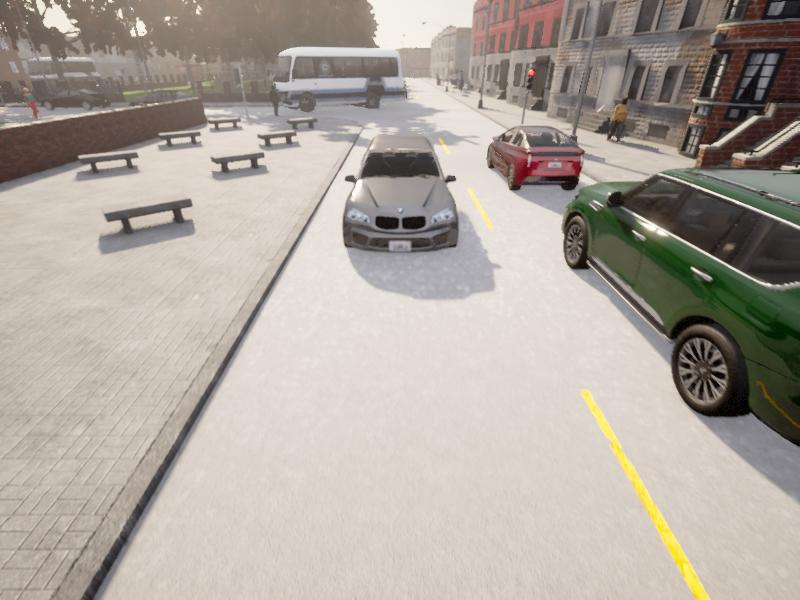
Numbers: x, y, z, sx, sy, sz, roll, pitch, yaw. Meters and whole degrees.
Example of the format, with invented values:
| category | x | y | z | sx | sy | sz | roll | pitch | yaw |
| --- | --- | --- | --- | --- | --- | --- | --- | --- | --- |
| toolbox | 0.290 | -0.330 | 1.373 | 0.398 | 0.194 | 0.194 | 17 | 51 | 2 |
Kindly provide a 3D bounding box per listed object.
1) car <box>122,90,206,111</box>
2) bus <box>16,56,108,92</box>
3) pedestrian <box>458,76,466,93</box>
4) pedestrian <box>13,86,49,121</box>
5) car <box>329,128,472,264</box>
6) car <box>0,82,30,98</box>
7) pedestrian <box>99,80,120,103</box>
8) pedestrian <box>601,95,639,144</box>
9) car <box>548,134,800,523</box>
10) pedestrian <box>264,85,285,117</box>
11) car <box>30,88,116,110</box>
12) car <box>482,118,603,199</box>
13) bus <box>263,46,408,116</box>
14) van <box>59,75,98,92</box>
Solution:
| category | x | y | z | sx | sy | sz | roll | pitch | yaw |
| --- | --- | --- | --- | --- | --- | --- | --- | --- | --- |
| car | -19.008 | -16.240 | 32.474 | 5.357 | 1.411 | 2.033 | 0 | 30 | 1 |
| bus | -49.195 | -33.347 | 58.940 | 3.944 | 4.253 | 10.273 | 1 | 31 | 2 |
| pedestrian | 7.907 | -27.524 | 51.103 | 0.751 | 1.860 | 0.751 | 3 | 30 | 5 |
| pedestrian | -22.900 | -12.222 | 24.868 | 0.751 | 1.860 | 0.751 | 7 | 31 | 12 |
| car | 0.010 | -2.527 | 8.704 | 2.242 | 1.667 | 4.611 | 0 | 30 | 0 |
| car | -45.537 | -23.831 | 45.472 | 2.033 | 1.411 | 5.357 | 1 | 30 | 1 |
| pedestrian | -26.787 | -19.237 | 36.891 | 0.751 | 1.860 | 0.751 | 0 | 30 | 0 |
| pedestrian | 9.485 | -7.801 | 17.303 | 0.751 | 1.860 | 0.751 | -4 | 31 | -7 |
| car | 4.010 | -0.570 | 4.979 | 2.150 | 2.045 | 5.566 | 0 | 30 | 0 |
| pedestrian | -8.332 | -13.272 | 26.655 | 0.751 | 1.860 | 0.751 | 11 | 32 | 18 |
| car | -26.434 | -16.330 | 32.483 | 5.008 | 1.535 | 1.882 | 0 | 30 | 0 |
| car | 3.986 | -4.477 | 12.191 | 2.007 | 1.525 | 4.514 | 0 | 30 | 0 |
| bus | -4.709 | -17.304 | 31.464 | 10.273 | 4.253 | 3.944 | -19 | 35 | -28 |
| van | -45.237 | -30.588 | 56.465 | 1.775 | 1.987 | 4.442 | -1 | 30 | -2 |
